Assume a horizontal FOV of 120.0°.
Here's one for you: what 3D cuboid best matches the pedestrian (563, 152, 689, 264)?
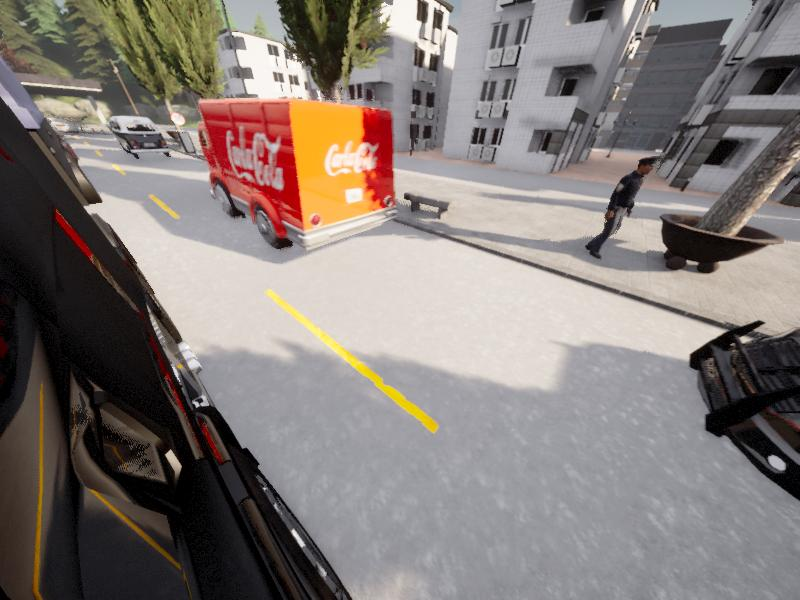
[{"bbox_3d":[4.216,-1.757,4.518,0.751,1.860,0.751,-10,39,-17],"label":"pedestrian"}]

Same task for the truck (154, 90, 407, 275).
[{"bbox_3d":[-2.766,-3.072,5.506,5.204,2.467,2.627,28,44,30],"label":"truck"}]

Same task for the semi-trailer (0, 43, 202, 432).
[{"bbox_3d":[-8.694,-3.619,4.215,14.254,4.402,2.717,28,44,30],"label":"semi-trailer"}]

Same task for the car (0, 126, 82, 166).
[{"bbox_3d":[-18.912,-8.180,12.136,4.181,1.385,1.994,29,44,30],"label":"car"}]

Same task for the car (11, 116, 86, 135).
[{"bbox_3d":[-37.875,-18.855,25.007,4.674,1.442,1.812,4,37,1],"label":"car"}]

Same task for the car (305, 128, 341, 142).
[{"bbox_3d":[-12.142,-26.085,36.589,4.974,1.542,2.038,-11,39,-17],"label":"car"}]

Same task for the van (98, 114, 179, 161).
[{"bbox_3d":[-16.353,-10.219,14.463,4.480,2.038,2.069,28,44,29],"label":"van"}]

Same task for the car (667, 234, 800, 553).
[{"bbox_3d":[4.897,1.442,0.792,4.974,1.542,2.038,28,44,30],"label":"car"}]

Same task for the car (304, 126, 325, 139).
[{"bbox_3d":[-14.049,-27.581,38.046,1.845,1.501,3.633,-24,45,-31],"label":"car"}]

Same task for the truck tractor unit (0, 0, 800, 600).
[{"bbox_3d":[-2.645,-0.295,0.351,6.516,4.208,3.053,28,44,30],"label":"truck tractor unit"}]

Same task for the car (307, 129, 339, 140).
[{"bbox_3d":[-12.185,-26.201,36.479,4.536,1.218,1.853,-11,39,-17],"label":"car"}]
